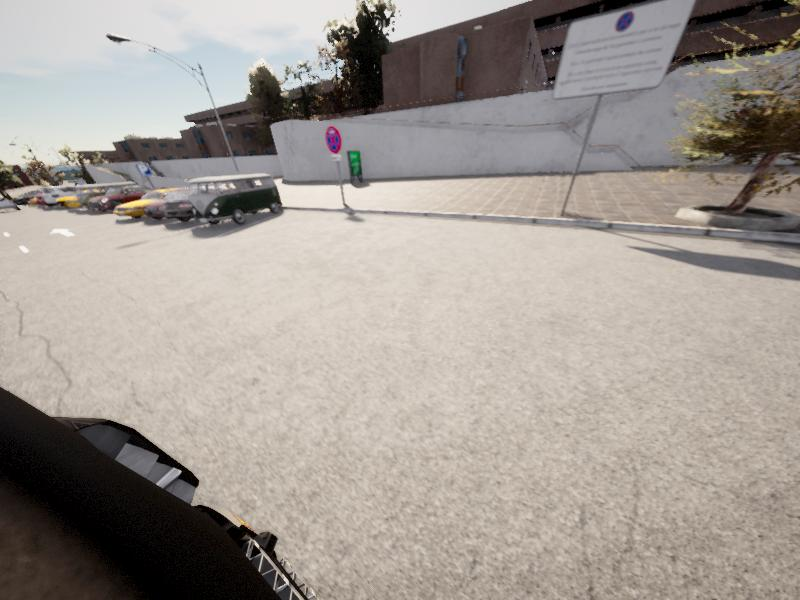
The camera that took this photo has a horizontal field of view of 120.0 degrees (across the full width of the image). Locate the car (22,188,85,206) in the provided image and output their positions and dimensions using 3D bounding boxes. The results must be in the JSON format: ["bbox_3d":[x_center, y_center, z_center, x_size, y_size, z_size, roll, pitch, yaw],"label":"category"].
[{"bbox_3d":[-51.746,-15.526,34.670,2.185,1.767,4.553,2,31,11],"label":"car"}]

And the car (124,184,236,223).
[{"bbox_3d":[-13.113,-6.104,14.315,2.002,1.452,4.674,2,31,10],"label":"car"}]

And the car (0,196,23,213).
[{"bbox_3d":[-45.843,-11.006,26.555,3.633,1.501,1.845,13,36,27],"label":"car"}]

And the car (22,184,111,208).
[{"bbox_3d":[-41.472,-13.208,29.065,2.435,2.045,5.566,2,31,10],"label":"car"}]

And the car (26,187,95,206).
[{"bbox_3d":[-46.604,-14.338,31.919,2.185,1.767,4.553,2,31,11],"label":"car"}]

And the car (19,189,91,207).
[{"bbox_3d":[-49.199,-14.719,33.170,1.946,1.575,5.366,2,31,11],"label":"car"}]

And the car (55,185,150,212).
[{"bbox_3d":[-28.553,-10.004,22.579,1.946,1.575,5.366,2,31,10],"label":"car"}]

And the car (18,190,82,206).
[{"bbox_3d":[-54.320,-15.984,36.081,2.097,1.535,5.008,1,31,11],"label":"car"}]

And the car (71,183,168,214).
[{"bbox_3d":[-23.426,-8.773,19.675,2.185,1.767,4.553,2,31,10],"label":"car"}]

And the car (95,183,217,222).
[{"bbox_3d":[-15.725,-6.672,15.490,1.946,1.575,5.366,2,31,10],"label":"car"}]

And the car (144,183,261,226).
[{"bbox_3d":[-10.544,-5.473,12.957,2.002,1.452,4.674,2,31,10],"label":"car"}]

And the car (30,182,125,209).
[{"bbox_3d":[-36.323,-12.011,26.388,2.435,2.045,5.566,2,31,11],"label":"car"}]

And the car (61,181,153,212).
[{"bbox_3d":[-26.032,-9.411,20.854,1.878,1.987,4.442,2,31,10],"label":"car"}]

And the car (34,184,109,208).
[{"bbox_3d":[-38.914,-12.531,27.642,1.878,1.987,4.442,2,31,10],"label":"car"}]

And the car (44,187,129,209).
[{"bbox_3d":[-33.729,-11.161,25.138,2.097,1.535,5.008,2,31,10],"label":"car"}]

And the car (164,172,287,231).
[{"bbox_3d":[-7.996,-5.014,11.368,1.878,1.987,4.442,2,31,10],"label":"car"}]
